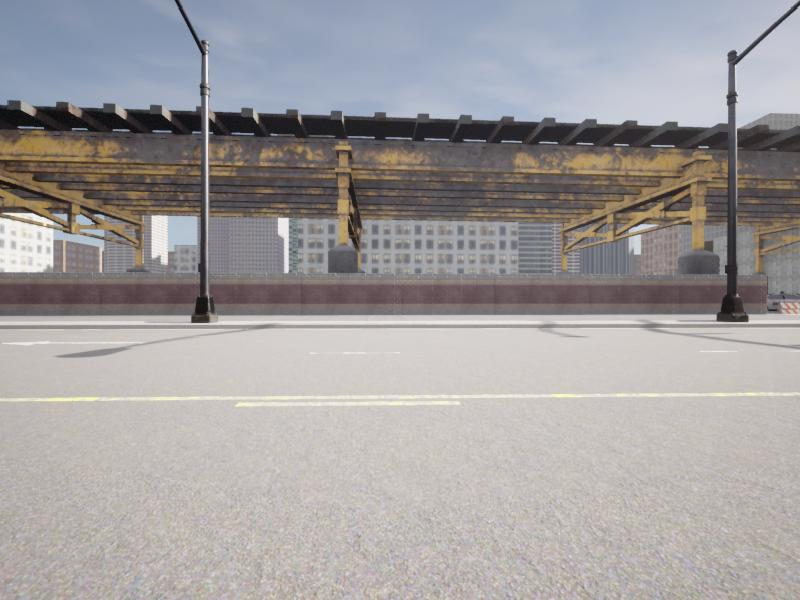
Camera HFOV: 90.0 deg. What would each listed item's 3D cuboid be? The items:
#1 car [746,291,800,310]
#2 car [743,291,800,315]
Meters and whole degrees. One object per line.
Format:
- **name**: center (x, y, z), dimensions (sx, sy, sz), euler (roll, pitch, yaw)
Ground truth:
- **car**: center (26.964, 0.038, 27.700), dimensions (4.536, 1.218, 1.853), euler (0, 0, 42)
- **car**: center (27.003, 0.196, 27.666), dimensions (4.974, 1.542, 2.038), euler (0, 0, 42)
